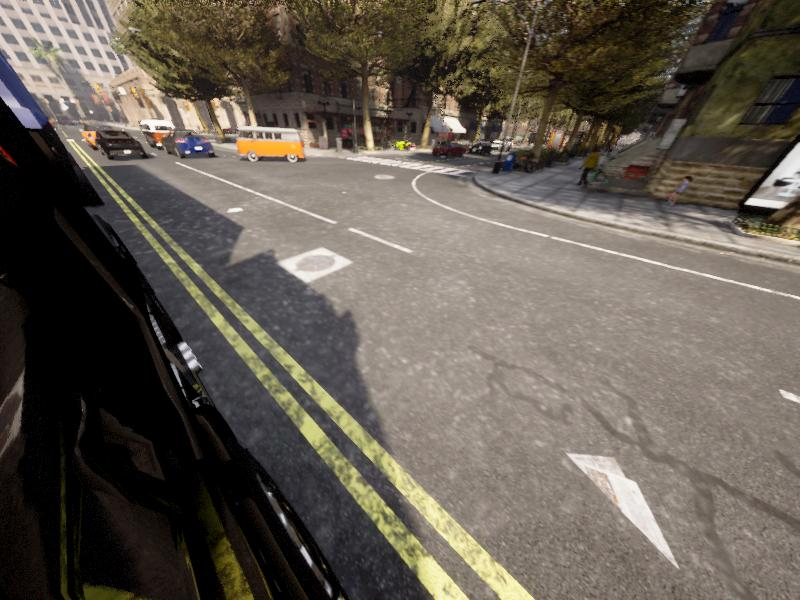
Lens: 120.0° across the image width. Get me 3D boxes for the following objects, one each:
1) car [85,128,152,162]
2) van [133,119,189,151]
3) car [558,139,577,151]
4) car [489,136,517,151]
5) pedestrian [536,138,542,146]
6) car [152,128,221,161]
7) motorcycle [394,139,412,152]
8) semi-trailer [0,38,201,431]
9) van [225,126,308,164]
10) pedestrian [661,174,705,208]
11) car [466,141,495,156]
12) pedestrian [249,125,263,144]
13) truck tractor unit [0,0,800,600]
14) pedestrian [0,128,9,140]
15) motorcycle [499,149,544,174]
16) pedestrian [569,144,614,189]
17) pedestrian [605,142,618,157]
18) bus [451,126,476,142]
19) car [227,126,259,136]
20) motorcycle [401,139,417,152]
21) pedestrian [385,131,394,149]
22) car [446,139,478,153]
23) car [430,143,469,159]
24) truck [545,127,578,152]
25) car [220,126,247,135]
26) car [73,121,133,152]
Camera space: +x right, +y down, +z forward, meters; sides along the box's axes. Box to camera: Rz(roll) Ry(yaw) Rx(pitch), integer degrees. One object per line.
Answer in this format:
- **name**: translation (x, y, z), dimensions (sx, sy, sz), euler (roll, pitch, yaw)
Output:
- **car**: translation (-18.457, -10.220, 15.121), dimensions (4.892, 1.490, 1.837), euler (28, 43, 30)
- **van**: translation (-20.994, -14.488, 20.298), dimensions (4.480, 2.038, 2.069), euler (28, 43, 30)
- **car**: translation (39.141, -36.172, 53.871), dimensions (2.150, 2.045, 5.566), euler (28, 43, 30)
- **car**: translation (18.793, -28.524, 42.093), dimensions (2.435, 2.045, 5.566), euler (28, 43, 30)
- **pedestrian**: translation (44.582, -50.569, 73.950), dimensions (0.751, 1.860, 0.751), euler (1, 36, -3)
- **car**: translation (-15.680, -11.506, 16.951), dimensions (5.027, 1.651, 2.152), euler (28, 43, 30)
- **motorcycle**: translation (0.382, -18.693, 27.950), dimensions (2.033, 1.145, 0.803), euler (8, 47, 7)
- **semi-trailer**: translation (-8.696, -3.583, 4.262), dimensions (14.254, 4.402, 2.717), euler (28, 43, 30)
- **van**: translation (-9.133, -10.937, 16.309), dimensions (4.442, 1.987, 1.775), euler (-5, 37, -11)
- **pedestrian**: translation (10.975, -4.232, 8.984), dimensions (0.500, 1.100, 0.500), euler (-17, 41, -25)
- **car**: translation (10.667, -20.059, 30.495), dimensions (1.970, 1.475, 3.806), euler (28, 43, 30)
- **pedestrian**: translation (-17.654, -20.289, 28.277), dimensions (0.751, 1.860, 0.751), euler (28, 43, 30)
- **truck tractor unit**: translation (-2.645, -0.295, 0.351), dimensions (6.516, 4.208, 3.053), euler (28, 44, 30)
- **pedestrian**: translation (-36.945, -15.635, 20.897), dimensions (0.751, 1.860, 0.751), euler (30, 44, 32)
- **motorcycle**: translation (8.335, -9.554, 15.977), dimensions (2.356, 1.277, 0.764), euler (8, 27, 7)
- **pedestrian**: translation (9.492, -6.647, 11.531), dimensions (0.751, 1.860, 0.751), euler (1, 36, -2)
- **pedestrian**: translation (32.672, -23.211, 35.646), dimensions (0.751, 1.860, 0.751), euler (27, 43, 29)
- **bus**: translation (22.560, -59.674, 82.883), dimensions (3.944, 4.253, 10.273), euler (-5, 37, -11)
- **car**: translation (-33.431, -36.074, 49.283), dimensions (2.038, 1.542, 4.974), euler (28, 43, 30)
- **motorcycle**: translation (1.132, -19.144, 28.547), dimensions (1.805, 1.236, 0.856), euler (8, 37, 7)
- **pedestrian**: translation (-1.358, -20.641, 29.854), dimensions (0.751, 1.860, 0.751), euler (30, 44, 32)
- **car**: translation (9.003, -22.366, 33.539), dimensions (2.231, 1.521, 4.892), euler (28, 43, 30)
- **car**: translation (5.512, -16.536, 25.504), dimensions (1.895, 1.301, 4.718), euler (28, 43, 30)
- **truck**: translation (33.149, -32.816, 47.396), dimensions (2.891, 3.827, 8.468), euler (28, 43, 30)
- **car**: translation (-36.456, -37.188, 50.734), dimensions (1.994, 1.385, 4.181), euler (28, 43, 30)
- **car**: translation (-23.858, -13.196, 18.555), dimensions (4.553, 1.767, 2.097), euler (28, 43, 30)
